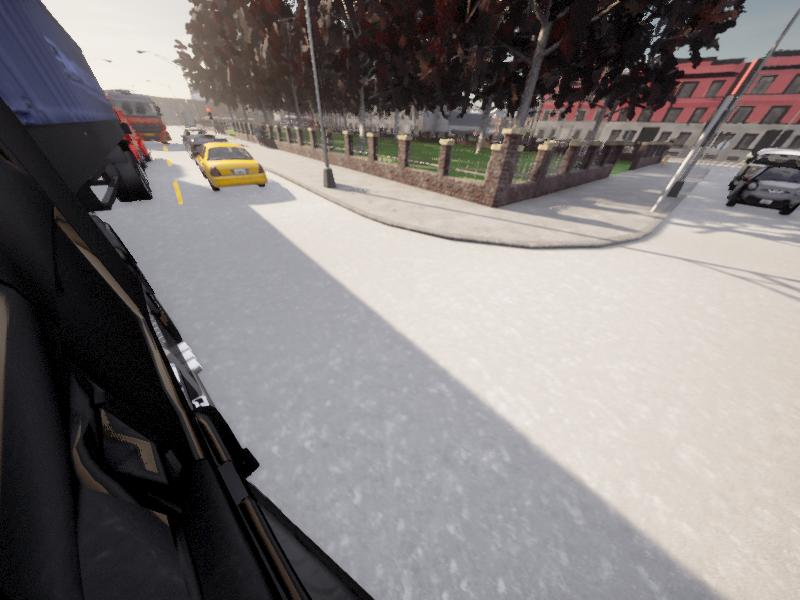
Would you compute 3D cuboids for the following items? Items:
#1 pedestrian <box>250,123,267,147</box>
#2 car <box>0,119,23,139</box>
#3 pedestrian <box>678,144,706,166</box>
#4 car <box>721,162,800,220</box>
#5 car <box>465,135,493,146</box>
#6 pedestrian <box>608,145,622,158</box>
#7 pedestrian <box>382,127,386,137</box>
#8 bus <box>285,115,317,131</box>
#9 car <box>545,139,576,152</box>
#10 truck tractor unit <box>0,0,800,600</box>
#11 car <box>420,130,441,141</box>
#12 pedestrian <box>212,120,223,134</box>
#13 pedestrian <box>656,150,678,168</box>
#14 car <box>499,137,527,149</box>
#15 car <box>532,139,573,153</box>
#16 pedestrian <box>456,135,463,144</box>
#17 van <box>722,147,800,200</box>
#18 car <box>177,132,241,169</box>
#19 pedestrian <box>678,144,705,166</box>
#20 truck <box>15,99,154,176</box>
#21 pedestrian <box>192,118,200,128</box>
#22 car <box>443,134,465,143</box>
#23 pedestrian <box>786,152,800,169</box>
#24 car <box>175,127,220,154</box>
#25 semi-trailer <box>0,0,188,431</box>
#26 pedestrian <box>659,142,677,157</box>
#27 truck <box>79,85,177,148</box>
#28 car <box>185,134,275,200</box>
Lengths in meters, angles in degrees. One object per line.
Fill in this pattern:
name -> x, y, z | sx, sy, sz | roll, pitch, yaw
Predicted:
pedestrian -> -13.668, -15.947, 22.330 | 0.751, 1.860, 0.751 | -25, 45, -32
car -> -37.663, -15.164, 20.372 | 4.181, 1.385, 1.994 | -25, 45, -32
pedestrian -> 30.409, -15.123, 24.059 | 0.751, 1.860, 0.751 | -8, 38, -14
car -> 15.464, -4.679, 9.629 | 3.633, 1.501, 1.845 | -25, 45, -32
car -> 15.370, -31.319, 45.237 | 2.007, 1.525, 4.514 | -25, 45, -32
pedestrian -> 27.507, -19.039, 29.575 | 0.751, 1.300, 0.751 | 25, 42, 27
pedestrian -> -4.023, -41.719, 57.400 | 0.751, 1.860, 0.751 | -25, 45, -32
bus -> -37.539, -67.187, 87.873 | 10.273, 4.253, 3.944 | -12, 39, -19
car -> 27.115, -26.190, 39.128 | 1.845, 1.501, 3.633 | -25, 45, -32
truck tractor unit -> -2.645, -0.295, 0.351 | 6.516, 4.208, 3.053 | 28, 44, 30
car -> 6.973, -37.814, 53.086 | 1.932, 1.855, 4.605 | -25, 45, -32
pedestrian -> -29.709, -28.099, 37.547 | 0.751, 1.860, 0.751 | -25, 45, -32
pedestrian -> 24.817, -13.119, 21.490 | 0.751, 1.300, 0.751 | -25, 45, -32
car -> 19.949, -27.869, 40.895 | 1.789, 1.549, 3.705 | -25, 45, -32
car -> 24.232, -24.604, 36.855 | 1.837, 1.490, 4.892 | -26, 45, -32
pedestrian -> 11.128, -30.020, 43.202 | 0.751, 1.300, 0.751 | -25, 45, -32
van -> 20.261, -7.102, 12.748 | 4.480, 2.038, 2.069 | -25, 45, -32
car -> -11.652, -9.154, 13.984 | 2.033, 1.411, 5.357 | -25, 45, -32
pedestrian -> 29.923, -14.901, 23.732 | 0.751, 1.860, 0.751 | -11, 39, -18
truck -> -14.512, -7.955, 11.298 | 2.627, 2.467, 5.204 | -25, 45, -32
pedestrian -> -48.897, -42.271, 55.260 | 0.751, 1.860, 0.751 | -23, 44, -30
car -> 11.406, -34.294, 49.001 | 1.970, 1.475, 3.806 | -25, 45, -32
pedestrian -> 45.940, -16.181, 26.469 | 0.751, 1.860, 0.751 | -29, 47, -35
car -> -15.834, -12.478, 18.046 | 1.845, 1.501, 3.633 | -26, 46, -33
semi-trailer -> -8.070, -3.971, 4.758 | 2.717, 4.402, 14.254 | -26, 46, -33
pedestrian -> 39.321, -22.087, 33.938 | 0.751, 1.860, 0.751 | -17, 41, -24
truck -> -24.463, -16.377, 20.786 | 8.468, 3.827, 2.891 | 25, 42, 27
car -> -7.065, -5.641, 9.427 | 1.801, 1.575, 5.366 | -24, 45, -31
